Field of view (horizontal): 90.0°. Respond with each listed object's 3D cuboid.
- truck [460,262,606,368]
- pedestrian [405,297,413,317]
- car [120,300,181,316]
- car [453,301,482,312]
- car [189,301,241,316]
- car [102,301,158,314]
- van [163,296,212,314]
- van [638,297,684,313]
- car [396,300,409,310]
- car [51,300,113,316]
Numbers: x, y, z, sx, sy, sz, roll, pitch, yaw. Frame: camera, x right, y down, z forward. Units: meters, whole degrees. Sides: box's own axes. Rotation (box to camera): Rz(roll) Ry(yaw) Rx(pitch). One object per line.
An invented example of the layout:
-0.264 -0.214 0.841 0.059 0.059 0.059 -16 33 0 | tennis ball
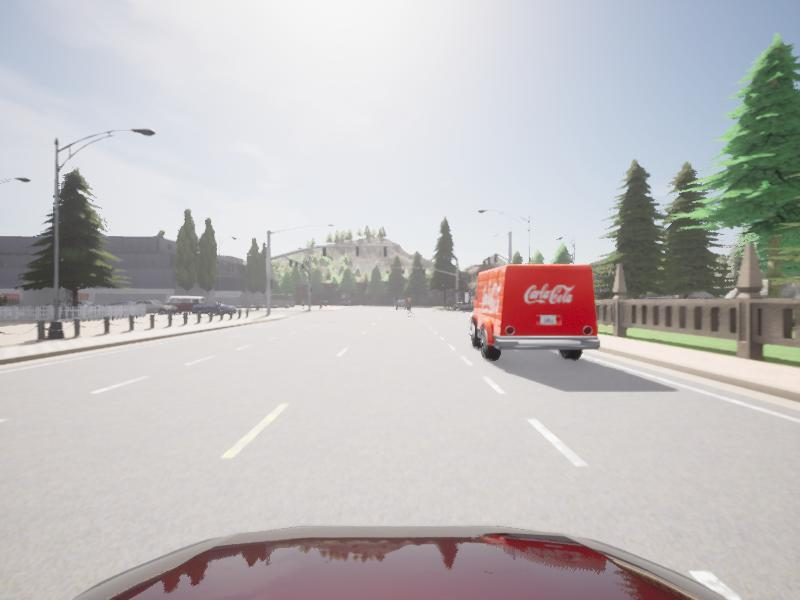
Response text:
3.497 0.358 11.931 2.627 2.467 5.204 0 0 0 | truck
0.865 0.643 37.549 0.751 1.860 0.751 0 0 1 | pedestrian
-26.171 0.787 42.099 5.027 1.651 2.152 0 0 0 | car
8.980 0.861 53.279 3.806 1.475 1.970 0 0 11 | car
-19.371 0.876 42.050 4.674 1.442 1.812 0 0 1 | car
-30.706 0.829 45.593 5.008 1.535 1.882 0 0 0 | car
-24.109 0.578 45.594 4.480 2.038 2.069 0 0 0 | van
32.045 0.606 49.154 4.442 1.987 1.775 0 0 0 | van
0.338 0.790 68.863 2.152 1.651 5.027 0 0 -1 | car
-33.396 0.784 42.089 4.856 1.649 2.033 0 0 0 | car
